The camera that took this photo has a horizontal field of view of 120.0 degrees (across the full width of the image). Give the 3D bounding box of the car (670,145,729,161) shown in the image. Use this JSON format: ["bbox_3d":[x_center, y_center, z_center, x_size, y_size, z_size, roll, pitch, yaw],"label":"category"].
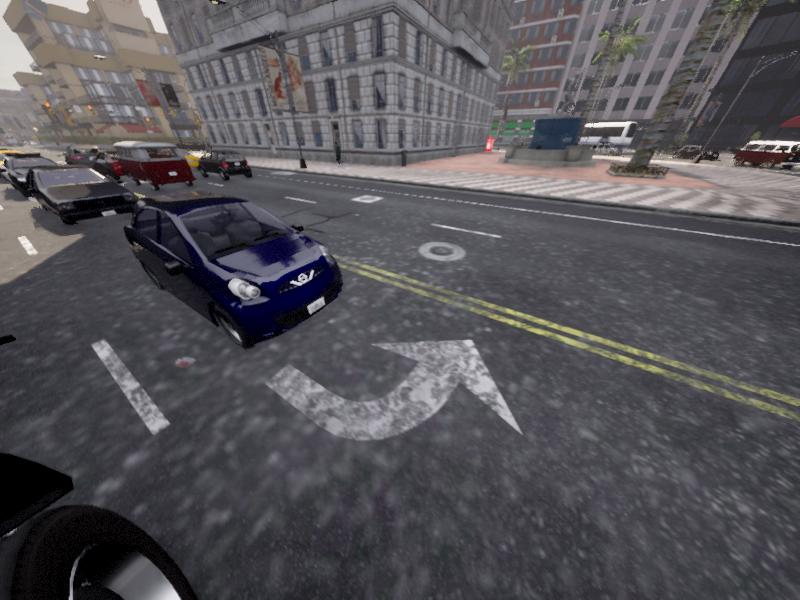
[{"bbox_3d":[36.791,-18.191,28.555,1.970,1.475,3.806,-5,36,-8],"label":"car"}]

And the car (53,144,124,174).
[{"bbox_3d":[-23.696,-10.809,17.585,4.611,1.667,2.242,22,41,28],"label":"car"}]

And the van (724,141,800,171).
[{"bbox_3d":[33.300,-13.017,20.729,2.069,2.038,4.480,5,36,6],"label":"van"}]

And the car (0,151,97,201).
[{"bbox_3d":[-17.279,-6.081,11.061,4.974,1.542,2.038,20,40,25],"label":"car"}]

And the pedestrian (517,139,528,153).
[{"bbox_3d":[19.356,-24.408,36.601,0.751,1.860,0.751,-15,38,-20],"label":"pedestrian"}]

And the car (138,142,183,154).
[{"bbox_3d":[-36.513,-23.227,35.325,1.994,1.385,4.181,20,40,25],"label":"car"}]

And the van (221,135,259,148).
[{"bbox_3d":[-36.471,-36.309,52.904,2.351,2.431,6.366,20,40,25],"label":"van"}]

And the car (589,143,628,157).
[{"bbox_3d":[31.158,-22.543,34.627,1.845,1.501,3.633,-14,38,-20],"label":"car"}]

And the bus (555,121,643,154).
[{"bbox_3d":[34.531,-28.712,41.010,3.944,4.253,10.273,-17,39,-24],"label":"bus"}]

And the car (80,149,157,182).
[{"bbox_3d":[-18.060,-8.727,14.846,4.193,1.474,1.816,20,40,25],"label":"car"}]

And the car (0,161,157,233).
[{"bbox_3d":[-11.148,-3.790,7.978,5.357,1.411,2.033,20,40,25],"label":"car"}]

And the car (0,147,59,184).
[{"bbox_3d":[-23.817,-8.459,14.341,5.366,1.575,1.801,20,40,25],"label":"car"}]

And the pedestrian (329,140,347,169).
[{"bbox_3d":[-4.853,-11.420,18.094,0.751,1.860,0.751,20,40,26],"label":"pedestrian"}]

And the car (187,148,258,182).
[{"bbox_3d":[-11.318,-8.692,14.769,3.705,1.549,1.789,20,40,26],"label":"car"}]

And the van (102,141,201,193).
[{"bbox_3d":[-12.984,-7.093,12.124,4.442,1.987,1.775,20,40,25],"label":"van"}]

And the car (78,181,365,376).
[{"bbox_3d":[-2.624,-0.755,3.622,3.633,1.501,1.845,20,40,26],"label":"car"}]

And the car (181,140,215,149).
[{"bbox_3d":[-43.300,-33.414,49.589,2.163,1.488,4.792,20,40,25],"label":"car"}]

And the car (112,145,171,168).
[{"bbox_3d":[-23.147,-12.935,20.719,4.514,1.525,2.007,20,40,25],"label":"car"}]

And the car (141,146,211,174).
[{"bbox_3d":[-17.288,-10.870,17.788,5.366,1.575,1.801,20,40,25],"label":"car"}]

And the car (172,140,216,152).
[{"bbox_3d":[-36.311,-27.364,40.940,1.930,1.638,5.238,20,40,25],"label":"car"}]

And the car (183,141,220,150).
[{"bbox_3d":[-40.710,-31.945,47.604,2.033,1.411,5.357,20,40,25],"label":"car"}]
